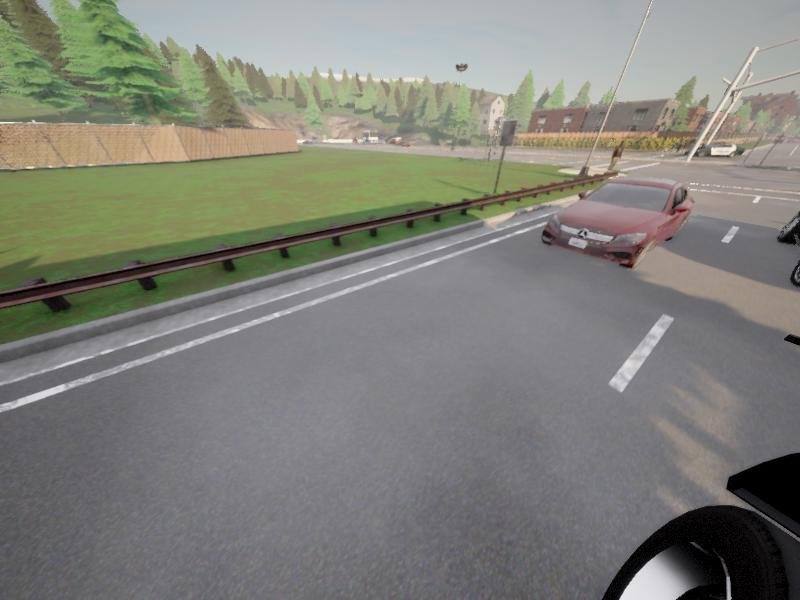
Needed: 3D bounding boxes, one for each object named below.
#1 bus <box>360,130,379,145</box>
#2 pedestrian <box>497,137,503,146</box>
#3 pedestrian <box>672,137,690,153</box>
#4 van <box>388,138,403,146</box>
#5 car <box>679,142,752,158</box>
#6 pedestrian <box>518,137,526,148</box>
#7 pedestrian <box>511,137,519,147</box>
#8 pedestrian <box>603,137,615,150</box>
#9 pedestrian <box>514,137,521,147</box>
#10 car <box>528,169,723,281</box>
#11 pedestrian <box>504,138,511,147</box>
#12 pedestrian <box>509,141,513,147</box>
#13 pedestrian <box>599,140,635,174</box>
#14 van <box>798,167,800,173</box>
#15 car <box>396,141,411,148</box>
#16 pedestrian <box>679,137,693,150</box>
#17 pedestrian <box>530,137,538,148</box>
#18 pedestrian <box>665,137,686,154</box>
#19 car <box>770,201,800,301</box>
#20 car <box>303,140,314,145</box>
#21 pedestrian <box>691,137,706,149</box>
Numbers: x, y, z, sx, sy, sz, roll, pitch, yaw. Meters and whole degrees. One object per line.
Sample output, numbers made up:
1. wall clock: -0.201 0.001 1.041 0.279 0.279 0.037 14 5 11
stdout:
1. bus: -11.594 -61.412 87.343 3.944 4.253 10.273 -14 37 -18
2. pedestrian: 27.274 -43.208 62.987 0.751 1.860 0.751 -23 41 -28
3. pedestrian: 39.247 -21.647 32.280 0.751 1.860 0.751 -22 41 -28
4. van: -1.367 -47.105 68.900 2.069 2.038 4.480 -22 40 -27
5. car: 38.523 -18.442 28.391 4.974 1.542 2.038 7 36 10
6. pedestrian: 27.504 -35.559 52.147 0.751 1.860 0.751 -20 40 -26
7. pedestrian: 26.452 -36.232 53.109 0.751 1.860 0.751 -22 41 -28
8. pedestrian: 37.065 -27.724 40.964 0.751 1.860 0.751 -22 41 -28
9. pedestrian: 26.934 -36.139 52.974 0.751 1.860 0.751 -22 41 -28
10. car: 5.535 -2.138 5.637 4.674 1.442 1.812 -22 41 -28
11. pedestrian: 25.390 -37.230 54.532 0.751 1.860 0.751 -4 35 -5
12. pedestrian: 25.925 -36.410 54.025 0.500 1.100 0.500 -9 36 -12
13. pedestrian: 13.998 -9.249 14.977 0.751 1.860 0.751 -1 35 0
14. van: 30.874 -10.239 16.437 4.442 1.987 1.775 -22 41 -28
15. car: 0.850 -41.396 61.374 1.994 1.385 4.181 -22 40 -27
16. pedestrian: 49.578 -27.159 40.058 0.751 1.860 0.751 -22 40 -27
17. pedestrian: 29.112 -34.235 50.257 0.751 1.860 0.751 -22 41 -28
18. pedestrian: 37.543 -21.078 31.499 0.751 1.860 0.751 -6 36 -8
19. car: 9.232 -1.164 4.073 5.027 1.651 2.152 -26 42 -31
20. car: -34.580 -59.625 87.411 4.193 1.474 1.816 28 44 34
21. pedestrian: 54.658 -28.768 42.296 0.751 1.860 0.751 -22 41 -28
